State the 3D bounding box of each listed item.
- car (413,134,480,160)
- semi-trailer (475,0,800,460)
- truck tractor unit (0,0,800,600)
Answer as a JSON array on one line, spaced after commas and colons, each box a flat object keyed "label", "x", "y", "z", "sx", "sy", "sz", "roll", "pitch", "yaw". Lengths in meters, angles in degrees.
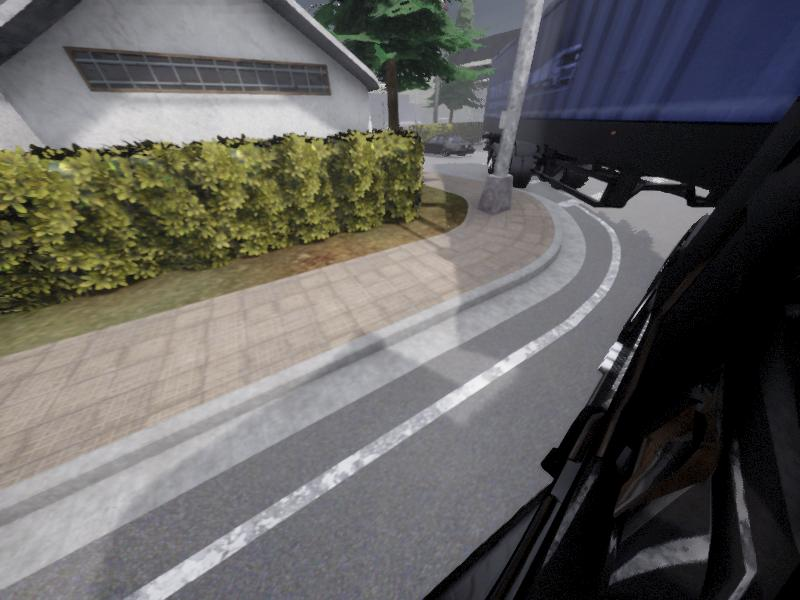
[{"label": "car", "x": 3.388, "y": -12.123, "z": 18.138, "sx": 2.033, "sy": 1.411, "sz": 5.357, "roll": -21, "pitch": 41, "yaw": -24}, {"label": "semi-trailer", "x": 4.726, "y": -4.873, "z": 5.872, "sx": 2.717, "sy": 4.402, "sz": 14.254, "roll": 2, "pitch": 39, "yaw": 6}, {"label": "truck tractor unit", "x": 2.645, "y": -0.295, "z": 0.352, "sx": 6.516, "sy": 4.208, "sz": 3.053, "roll": -28, "pitch": 44, "yaw": -30}]
